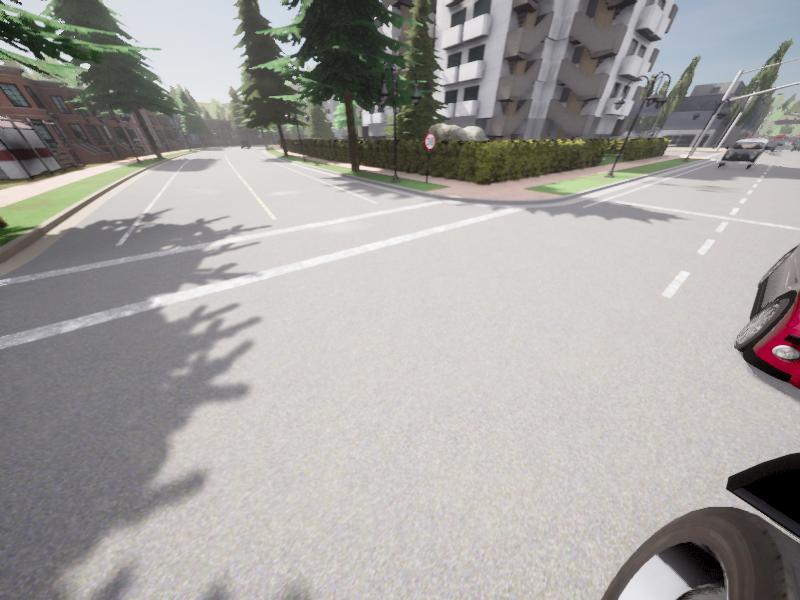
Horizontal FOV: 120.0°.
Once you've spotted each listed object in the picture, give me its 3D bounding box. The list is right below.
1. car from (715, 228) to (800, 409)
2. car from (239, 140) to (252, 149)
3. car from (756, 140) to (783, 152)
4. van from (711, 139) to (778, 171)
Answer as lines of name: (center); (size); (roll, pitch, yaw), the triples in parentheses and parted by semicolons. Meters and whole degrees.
car: (5.839, 0.055, 2.529); (3.806, 1.475, 1.970); (-22, 41, -28)
car: (-39.467, -39.830, 59.043); (1.905, 1.878, 3.866); (-13, 37, -17)
car: (62.344, -25.989, 38.984); (3.705, 1.549, 1.789); (-23, 41, -28)
van: (28.012, -11.892, 18.819); (4.480, 2.038, 2.069); (-22, 41, -28)
